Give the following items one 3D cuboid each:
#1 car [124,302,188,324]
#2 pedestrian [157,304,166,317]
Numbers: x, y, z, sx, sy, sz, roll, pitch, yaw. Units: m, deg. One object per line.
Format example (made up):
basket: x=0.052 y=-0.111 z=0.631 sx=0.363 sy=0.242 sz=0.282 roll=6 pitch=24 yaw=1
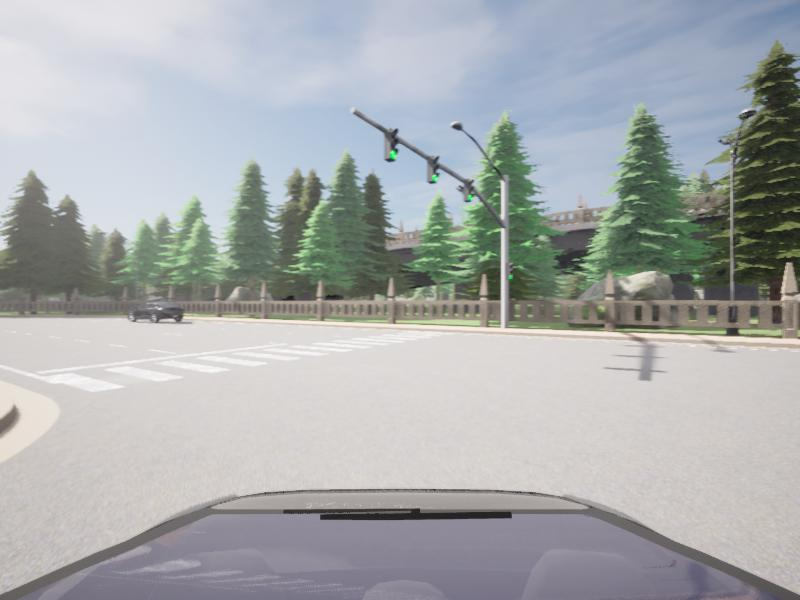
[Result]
car: x=-17.906 y=0.896 z=29.331 sx=4.892 sy=1.490 sz=1.837 roll=0 pitch=0 yaw=29
pedestrian: x=-20.797 y=0.935 z=34.873 sx=0.500 sy=1.100 sz=0.500 roll=0 pitch=0 yaw=-1
